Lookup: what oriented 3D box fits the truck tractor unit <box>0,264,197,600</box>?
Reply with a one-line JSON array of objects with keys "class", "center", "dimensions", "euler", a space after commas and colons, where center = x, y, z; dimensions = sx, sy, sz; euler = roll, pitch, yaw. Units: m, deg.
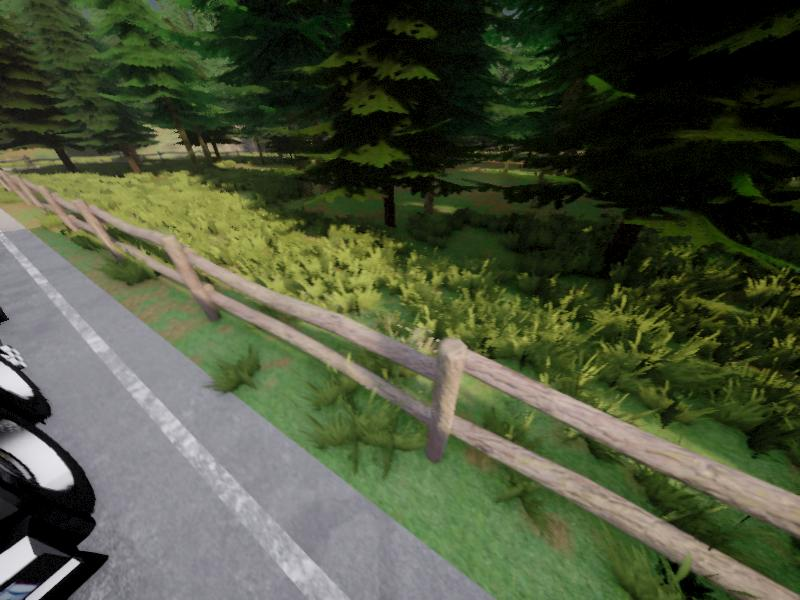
[{"class": "truck tractor unit", "center": [-5.112, -0.300, 0.776], "dimensions": [6.516, 4.208, 3.053], "euler": [18, 39, 24]}]
